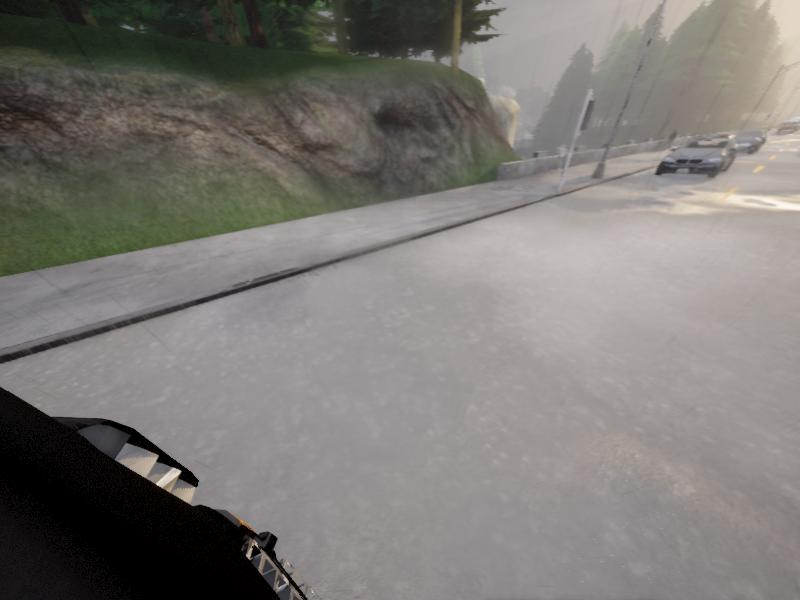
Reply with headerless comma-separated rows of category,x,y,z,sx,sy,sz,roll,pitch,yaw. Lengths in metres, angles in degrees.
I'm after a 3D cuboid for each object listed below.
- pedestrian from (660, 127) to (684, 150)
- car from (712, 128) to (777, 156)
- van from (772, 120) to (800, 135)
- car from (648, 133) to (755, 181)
pedestrian,28.094,-16.673,23.893,0.751,1.860,0.751,-19,37,-21
car,28.121,-12.906,18.846,4.856,1.649,2.033,-23,39,-27
van,70.154,-31.302,41.803,4.480,2.038,2.069,-23,39,-27
car,15.604,-7.508,11.982,4.611,1.667,2.242,-23,39,-27
